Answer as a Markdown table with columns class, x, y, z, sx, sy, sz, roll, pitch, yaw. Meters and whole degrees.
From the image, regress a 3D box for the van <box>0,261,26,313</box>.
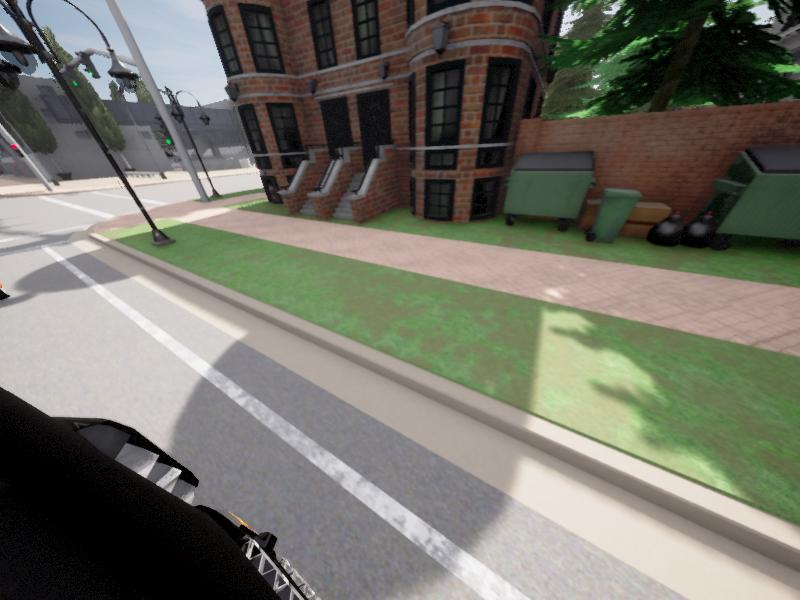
| class | x | y | z | sx | sy | sz | roll | pitch | yaw |
| --- | --- | --- | --- | --- | --- | --- | --- | --- | --- |
| van | -9.398 | -0.852 | 4.112 | 4.442 | 1.987 | 1.775 | 16 | 38 | 26 |
